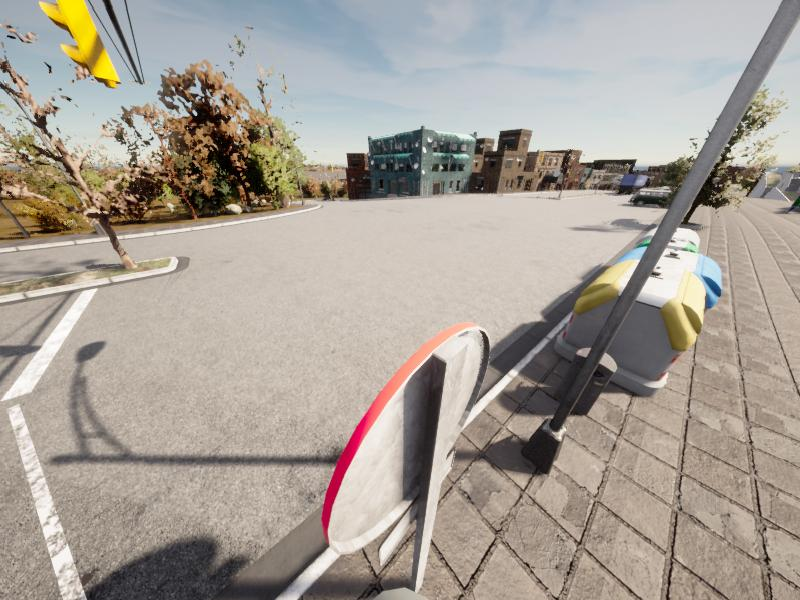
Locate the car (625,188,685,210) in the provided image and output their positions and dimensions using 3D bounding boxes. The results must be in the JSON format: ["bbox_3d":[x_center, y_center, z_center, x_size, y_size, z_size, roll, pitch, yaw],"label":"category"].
[{"bbox_3d":[32.099,-12.864,29.311,4.442,1.987,1.878,17,33,25],"label":"car"}]

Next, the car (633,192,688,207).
[{"bbox_3d":[36.754,-14.328,32.812,4.674,1.452,2.002,17,33,25],"label":"car"}]

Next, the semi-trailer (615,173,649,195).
[{"bbox_3d":[56.808,-28.235,56.377,14.254,4.402,2.717,-20,36,-35],"label":"semi-trailer"}]

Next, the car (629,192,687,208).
[{"bbox_3d":[34.472,-13.468,31.109,4.674,1.452,2.002,17,32,25],"label":"car"}]
